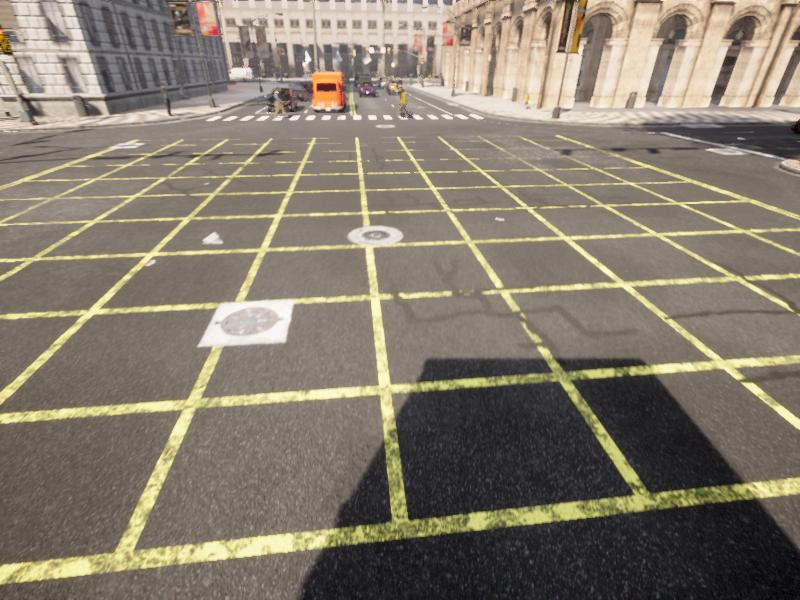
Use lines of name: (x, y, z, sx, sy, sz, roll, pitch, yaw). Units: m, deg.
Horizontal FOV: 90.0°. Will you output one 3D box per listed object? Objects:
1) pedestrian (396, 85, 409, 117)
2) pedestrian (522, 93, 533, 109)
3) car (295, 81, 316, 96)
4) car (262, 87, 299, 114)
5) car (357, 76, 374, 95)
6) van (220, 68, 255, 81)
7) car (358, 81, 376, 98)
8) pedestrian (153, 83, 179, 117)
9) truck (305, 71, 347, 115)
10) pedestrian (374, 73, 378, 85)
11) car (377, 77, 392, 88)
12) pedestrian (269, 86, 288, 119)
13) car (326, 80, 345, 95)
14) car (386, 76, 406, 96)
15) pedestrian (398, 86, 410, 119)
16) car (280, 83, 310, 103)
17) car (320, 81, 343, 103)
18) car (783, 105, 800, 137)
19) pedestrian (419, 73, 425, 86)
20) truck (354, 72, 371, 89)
pedestrian: (0.146, -13.305, 26.781, 0.751, 1.860, 0.751, -5, 31, -8)
pedestrian: (9.711, -15.140, 30.447, 0.500, 1.100, 0.500, -7, 31, -12)
car: (-11.104, -24.962, 47.086, 1.994, 1.385, 4.181, -4, 31, -7)
car: (-8.933, -15.194, 30.328, 1.837, 1.490, 4.892, -3, 31, -6)
car: (-4.289, -26.340, 48.982, 1.905, 1.878, 3.866, -3, 31, -5)
van: (-34.498, -48.056, 85.192, 6.366, 2.431, 2.351, -4, 31, -8)
car: (-3.667, -23.166, 43.988, 1.816, 1.474, 4.193, -3, 31, -5)
pedestrian: (-14.520, -12.445, 24.880, 0.751, 1.860, 0.751, -4, 31, -7)
truck: (-5.402, -15.616, 30.051, 2.627, 2.467, 5.204, -3, 33, -6)
pedestrian: (-4.264, -39.041, 70.619, 0.751, 1.860, 0.751, -2, 30, -4)
car: (-2.570, -34.693, 63.730, 2.033, 1.411, 5.357, -3, 31, -5)
pedestrian: (-7.684, -12.507, 25.348, 0.751, 1.860, 0.751, -1, 30, -1)
car: (-7.753, -25.852, 48.635, 1.994, 1.385, 4.181, -2, 30, -5)
car: (-0.544, -25.219, 47.118, 1.932, 1.855, 4.605, -3, 31, -5)
pedestrian: (0.253, -12.682, 25.724, 0.751, 1.860, 0.751, -1, 30, -3)
car: (-10.028, -19.997, 38.607, 2.033, 1.411, 5.357, -3, 31, -6)
car: (-6.580, -20.442, 39.152, 1.930, 1.638, 5.238, -3, 31, -6)
car: (22.338, -8.928, 20.057, 4.181, 1.385, 1.994, -3, 31, -6)
pedestrian: (3.490, -35.684, 64.667, 0.751, 1.860, 0.751, -7, 31, -12)
truck: (-5.881, -33.977, 61.783, 2.390, 2.098, 6.274, -3, 31, -5)
